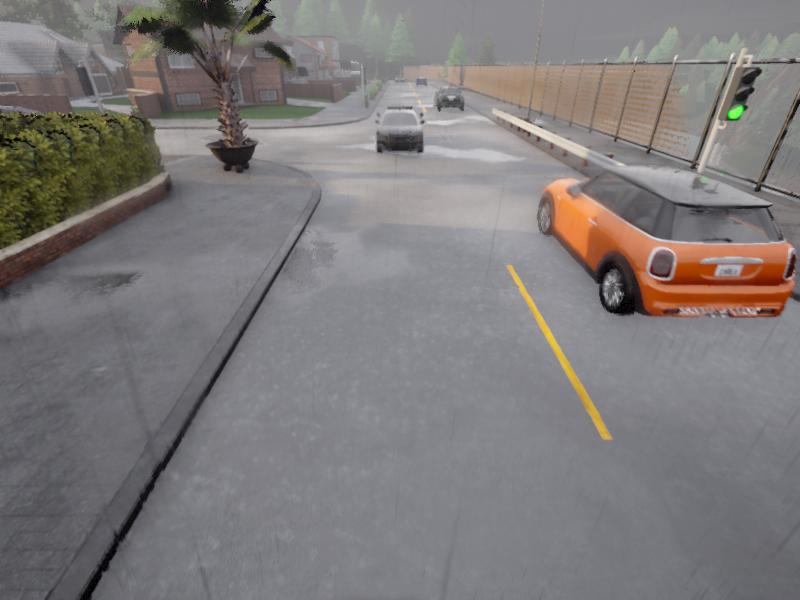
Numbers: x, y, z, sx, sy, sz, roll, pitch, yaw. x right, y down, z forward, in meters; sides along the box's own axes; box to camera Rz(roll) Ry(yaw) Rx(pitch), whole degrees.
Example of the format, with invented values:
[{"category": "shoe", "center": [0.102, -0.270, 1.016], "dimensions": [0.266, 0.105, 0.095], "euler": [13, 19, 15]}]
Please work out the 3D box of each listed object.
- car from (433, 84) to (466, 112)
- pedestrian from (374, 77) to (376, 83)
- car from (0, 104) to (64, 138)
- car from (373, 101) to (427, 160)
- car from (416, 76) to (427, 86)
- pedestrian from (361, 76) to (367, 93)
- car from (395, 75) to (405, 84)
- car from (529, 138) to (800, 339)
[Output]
[{"category": "car", "center": [3.973, -16.573, 32.688], "dimensions": [2.097, 1.767, 4.553], "euler": [0, 30, 0]}, {"category": "pedestrian", "center": [-5.341, -46.792, 84.962], "dimensions": [0.500, 1.100, 0.500], "euler": [0, 30, 0]}, {"category": "car", "center": [-20.191, -9.134, 20.344], "dimensions": [4.181, 1.385, 1.994], "euler": [-1, 30, -2]}, {"category": "car", "center": [-0.002, -7.358, 17.032], "dimensions": [1.930, 1.638, 5.238], "euler": [0, 30, 0]}, {"category": "car", "center": [3.969, -40.897, 74.673], "dimensions": [1.882, 1.535, 5.008], "euler": [0, 30, 0]}, {"category": "pedestrian", "center": [-4.659, -27.938, 51.864], "dimensions": [0.751, 1.860, 0.751], "euler": [0, 30, -1]}, {"category": "car", "center": [-0.041, -47.401, 86.025], "dimensions": [2.152, 1.651, 5.027], "euler": [0, 30, 0]}, {"category": "car", "center": [3.985, -1.414, 6.684], "dimensions": [2.097, 1.767, 4.553], "euler": [0, 30, 0]}]
